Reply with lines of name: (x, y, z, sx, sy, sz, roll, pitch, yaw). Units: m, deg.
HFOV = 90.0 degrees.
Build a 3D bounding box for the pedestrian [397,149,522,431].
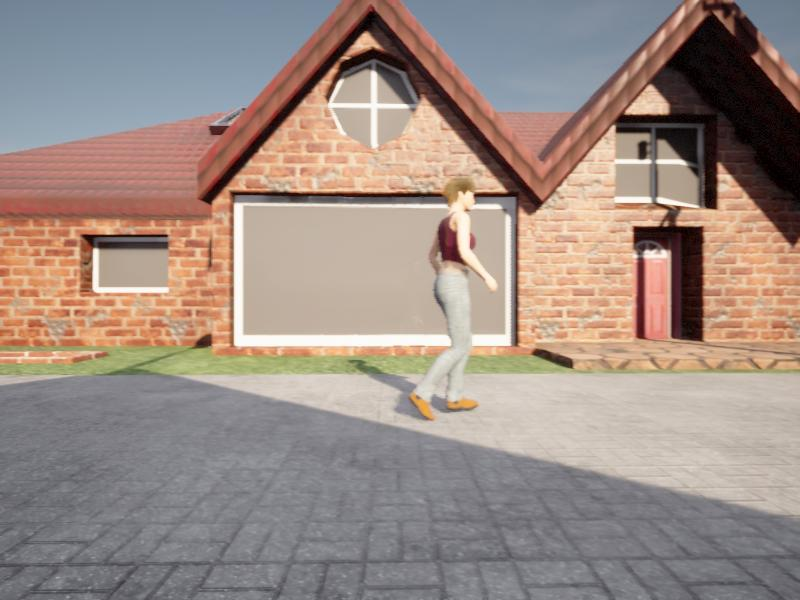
pedestrian: (0.408, -0.067, 3.074, 0.751, 1.860, 0.751, 0, 0, -10)
